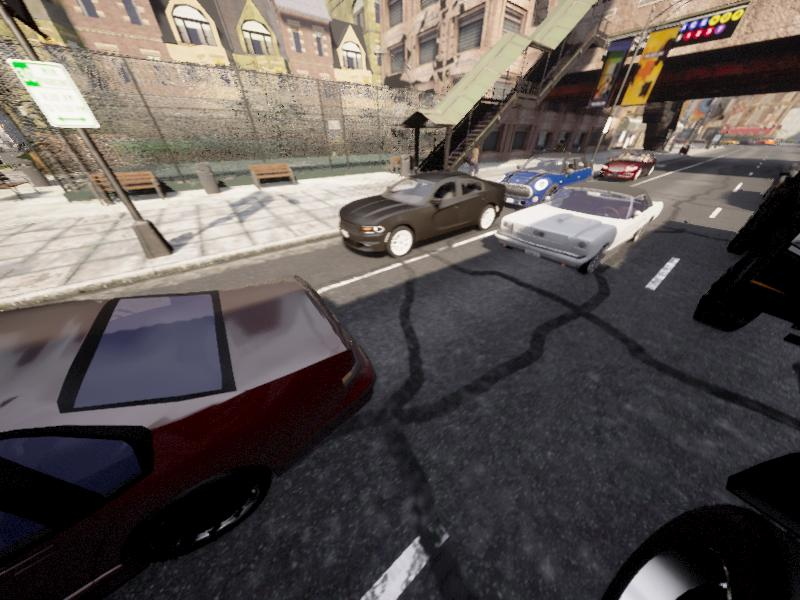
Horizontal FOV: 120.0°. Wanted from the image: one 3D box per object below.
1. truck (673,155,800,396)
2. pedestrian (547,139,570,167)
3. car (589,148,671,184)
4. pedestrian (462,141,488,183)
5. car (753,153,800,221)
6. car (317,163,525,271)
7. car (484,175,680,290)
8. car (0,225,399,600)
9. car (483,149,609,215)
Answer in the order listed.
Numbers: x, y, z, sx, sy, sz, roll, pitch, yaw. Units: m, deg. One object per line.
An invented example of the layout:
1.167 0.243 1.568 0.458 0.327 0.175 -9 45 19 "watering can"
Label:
6.871 -0.826 3.196 6.274 2.098 2.390 -23 41 -29 "truck"
12.884 -11.987 18.842 0.751 1.860 0.751 -21 40 -27 "pedestrian"
14.533 -8.573 14.586 4.892 1.521 2.231 -24 41 -29 "car"
4.014 -7.437 12.473 0.751 1.860 0.751 -19 39 -24 "pedestrian"
14.914 -4.107 8.171 5.238 1.638 1.930 -23 41 -29 "car"
0.768 -2.570 6.198 5.008 1.535 2.097 -24 41 -29 "car"
4.407 -1.956 5.510 4.718 1.301 1.895 -23 41 -29 "car"
-2.767 1.093 1.167 5.357 1.411 2.033 -23 41 -29 "car"
5.850 -4.961 9.325 4.553 1.767 2.185 -24 41 -29 "car"
